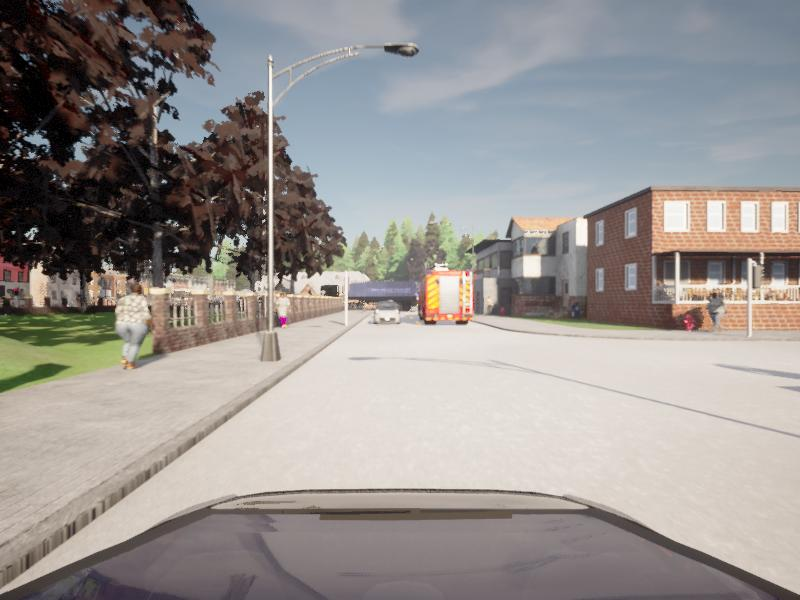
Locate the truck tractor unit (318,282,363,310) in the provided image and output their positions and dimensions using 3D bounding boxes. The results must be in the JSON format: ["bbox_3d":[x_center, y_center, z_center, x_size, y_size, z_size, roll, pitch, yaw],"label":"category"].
[{"bbox_3d":[-9.192,-0.541,62.244,6.516,4.208,3.053,0,0,3],"label":"truck tractor unit"}]

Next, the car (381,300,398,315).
[{"bbox_3d":[-1.118,0.789,43.710,1.801,1.575,5.366,0,0,-1],"label":"car"}]

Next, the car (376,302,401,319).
[{"bbox_3d":[-1.045,0.885,35.708,2.033,1.411,5.357,0,0,-2],"label":"car"}]

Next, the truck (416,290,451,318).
[{"bbox_3d":[2.970,0.348,36.960,2.627,2.467,5.204,0,0,-1],"label":"truck"}]

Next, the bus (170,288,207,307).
[{"bbox_3d":[-51.704,-0.567,98.235,3.944,4.253,10.273,0,0,-1],"label":"bus"}]

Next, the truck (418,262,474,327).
[{"bbox_3d":[2.930,-0.328,27.985,2.891,3.827,8.468,0,0,0],"label":"truck"}]

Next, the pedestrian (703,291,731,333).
[{"bbox_3d":[14.248,0.522,17.986,0.751,1.860,0.751,0,0,-24],"label":"pedestrian"}]

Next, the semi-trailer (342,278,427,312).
[{"bbox_3d":[-2.695,-0.642,58.257,14.254,4.402,2.717,0,-1,40],"label":"semi-trailer"}]

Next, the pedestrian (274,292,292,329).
[{"bbox_3d":[-5.969,0.527,20.456,0.751,1.860,0.751,0,0,-2],"label":"pedestrian"}]

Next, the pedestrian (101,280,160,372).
[{"bbox_3d":[-5.688,0.530,8.473,0.751,1.860,0.751,0,0,-1],"label":"pedestrian"}]

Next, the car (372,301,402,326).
[{"bbox_3d":[-0.847,0.820,25.860,1.845,1.501,3.633,0,0,-2],"label":"car"}]

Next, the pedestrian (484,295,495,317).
[{"bbox_3d":[7.908,0.524,35.397,0.751,1.860,0.751,0,0,-3],"label":"pedestrian"}]
